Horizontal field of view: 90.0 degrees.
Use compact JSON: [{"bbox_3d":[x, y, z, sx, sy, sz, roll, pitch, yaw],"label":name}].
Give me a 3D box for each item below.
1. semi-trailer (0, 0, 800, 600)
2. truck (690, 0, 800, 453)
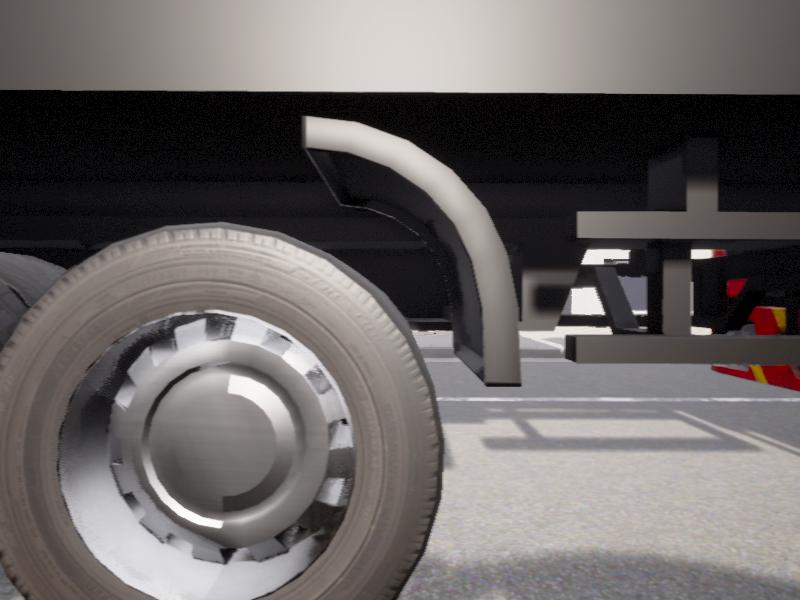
[{"bbox_3d":[-4.301,-1.222,2.257,14.254,4.402,2.717,0,0,0],"label":"semi-trailer"},{"bbox_3d":[6.879,-0.910,2.196,8.468,3.827,2.891,0,0,0],"label":"truck"}]
